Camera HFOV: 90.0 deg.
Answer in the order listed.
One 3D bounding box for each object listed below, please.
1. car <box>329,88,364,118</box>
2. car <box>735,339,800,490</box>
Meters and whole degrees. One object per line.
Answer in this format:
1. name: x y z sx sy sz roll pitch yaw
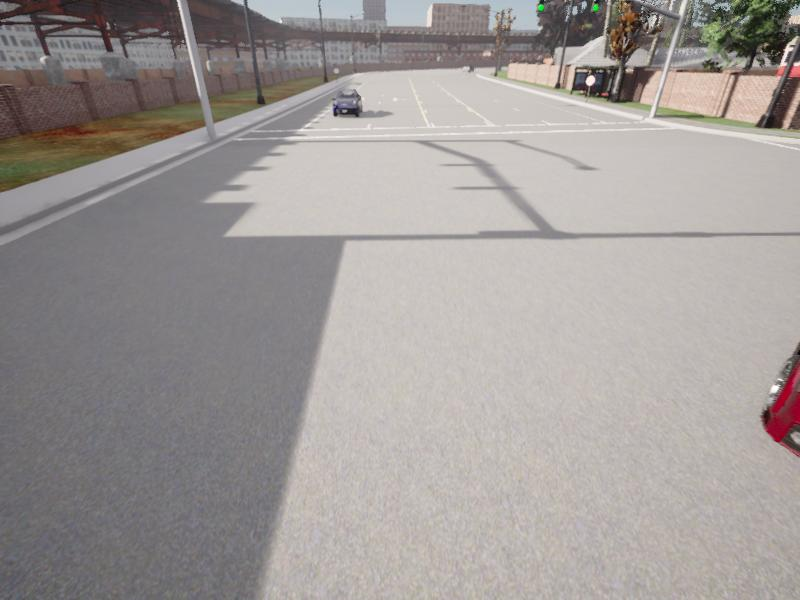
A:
1. car: -3.504 -13.223 26.799 1.845 1.501 3.633 0 31 0
2. car: 5.267 0.505 3.759 4.181 1.385 1.994 -23 37 -34
